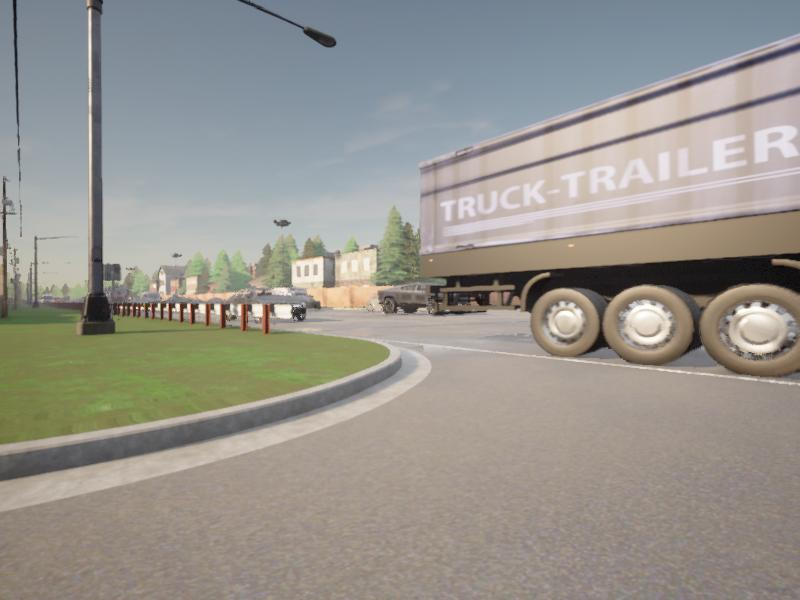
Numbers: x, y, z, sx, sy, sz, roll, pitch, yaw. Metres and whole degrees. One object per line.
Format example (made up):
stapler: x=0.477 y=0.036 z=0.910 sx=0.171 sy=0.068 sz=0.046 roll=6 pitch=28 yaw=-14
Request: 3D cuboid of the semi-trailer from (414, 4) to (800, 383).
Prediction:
semi-trailer: x=6.309 y=-1.246 z=4.900 sx=2.717 sy=4.402 sz=14.254 roll=0 pitch=0 yaw=-45

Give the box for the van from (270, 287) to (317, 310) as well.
van: x=-12.169 y=-0.148 z=45.282 sx=2.351 sy=2.431 sz=6.366 roll=0 pitch=0 yaw=-43

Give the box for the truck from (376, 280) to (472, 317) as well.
truck: x=1.378 y=-0.059 z=25.849 sx=2.390 sy=2.098 sz=6.274 roll=0 pitch=0 yaw=-43

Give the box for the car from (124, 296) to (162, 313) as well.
car: x=-24.274 y=0.390 z=37.716 sx=2.163 sy=1.488 sz=4.792 roll=0 pitch=0 yaw=-43

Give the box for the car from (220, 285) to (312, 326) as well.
car: x=-6.434 y=0.221 z=18.831 sx=2.152 sy=1.651 sz=5.027 roll=0 pitch=0 yaw=-43

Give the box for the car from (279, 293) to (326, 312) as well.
car: x=-9.087 y=0.228 z=36.929 sx=1.930 sy=1.638 sz=5.238 roll=0 pitch=0 yaw=-43

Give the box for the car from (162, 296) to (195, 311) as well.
car: x=-23.035 y=0.376 z=41.500 sx=1.837 sy=1.490 sz=4.892 roll=0 pitch=0 yaw=-43

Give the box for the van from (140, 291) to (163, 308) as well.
van: x=-40.276 y=-0.072 z=64.837 sx=1.988 sy=2.561 sz=5.915 roll=0 pitch=0 yaw=-43

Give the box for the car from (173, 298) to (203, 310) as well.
car: x=-26.985 y=0.449 z=50.776 sx=2.033 sy=1.411 sz=5.357 roll=0 pitch=0 yaw=-43

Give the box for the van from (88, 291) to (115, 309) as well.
van: x=-42.978 y=0.015 z=57.508 sx=2.351 sy=2.431 sz=6.366 roll=0 pitch=0 yaw=-43

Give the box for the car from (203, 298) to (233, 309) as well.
car: x=-24.100 y=0.434 z=52.819 sx=2.033 sy=1.411 sz=5.357 roll=0 pitch=0 yaw=-43

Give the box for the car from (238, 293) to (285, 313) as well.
car: x=-12.255 y=0.230 z=35.185 sx=2.242 sy=1.667 sz=4.611 roll=0 pitch=0 yaw=-43

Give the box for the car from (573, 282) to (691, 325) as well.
car: x=9.739 y=0.142 z=16.999 sx=1.851 sy=1.617 sz=3.988 roll=0 pitch=0 yaw=-43

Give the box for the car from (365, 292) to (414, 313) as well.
car: x=-0.910 y=0.201 z=33.368 sx=1.851 sy=1.617 sz=3.988 roll=0 pitch=0 yaw=-43
